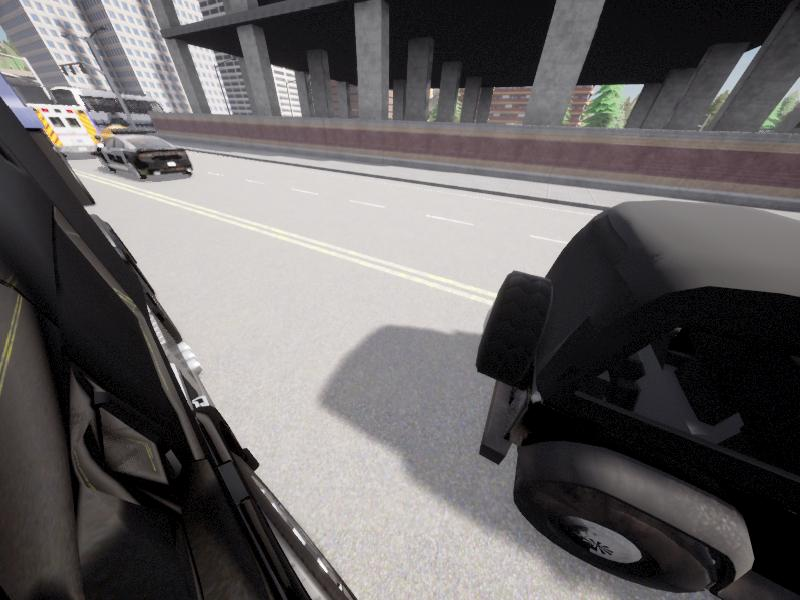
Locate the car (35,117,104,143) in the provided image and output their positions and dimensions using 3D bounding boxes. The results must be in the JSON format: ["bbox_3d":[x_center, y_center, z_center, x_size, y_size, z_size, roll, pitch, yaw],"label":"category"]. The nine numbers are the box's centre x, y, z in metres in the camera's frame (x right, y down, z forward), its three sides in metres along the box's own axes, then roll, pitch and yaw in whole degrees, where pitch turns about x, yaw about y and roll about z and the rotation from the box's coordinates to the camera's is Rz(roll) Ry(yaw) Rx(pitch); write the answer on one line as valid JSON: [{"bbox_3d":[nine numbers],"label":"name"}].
[{"bbox_3d":[-30.549,-15.719,21.366,4.611,1.667,2.242,20,40,21],"label":"car"}]

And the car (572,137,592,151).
[{"bbox_3d":[31.950,-27.598,40.706,1.905,1.878,3.866,20,40,21],"label":"car"}]

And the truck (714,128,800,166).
[{"bbox_3d":[48.828,-21.140,31.735,2.891,3.827,8.468,20,40,21],"label":"truck"}]

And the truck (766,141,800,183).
[{"bbox_3d":[30.284,-9.472,16.077,2.627,2.467,5.204,20,40,21],"label":"truck"}]

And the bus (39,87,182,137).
[{"bbox_3d":[-35.272,-23.542,29.388,3.944,4.253,10.273,6,37,7],"label":"bus"}]

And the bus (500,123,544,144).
[{"bbox_3d":[35.123,-48.133,66.729,10.273,4.253,3.944,20,40,22],"label":"bus"}]

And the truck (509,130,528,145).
[{"bbox_3d":[27.287,-37.434,53.143,2.615,2.467,5.204,20,40,21],"label":"truck"}]

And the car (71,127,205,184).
[{"bbox_3d":[-11.688,-6.590,10.358,5.238,1.638,1.930,20,40,21],"label":"car"}]

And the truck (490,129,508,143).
[{"bbox_3d":[23.511,-38.789,54.719,2.615,2.467,5.204,20,40,21],"label":"truck"}]

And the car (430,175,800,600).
[{"bbox_3d":[2.425,0.734,1.236,3.866,1.878,1.905,20,40,21],"label":"car"}]

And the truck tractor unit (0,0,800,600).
[{"bbox_3d":[-2.645,-0.295,0.351,6.516,4.208,3.053,28,44,30],"label":"truck tractor unit"}]

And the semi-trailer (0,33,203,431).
[{"bbox_3d":[-8.774,-3.552,4.154,14.254,4.402,2.717,27,43,29],"label":"semi-trailer"}]

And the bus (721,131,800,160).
[{"bbox_3d":[77.794,-32.768,48.854,10.273,4.253,3.944,20,40,22],"label":"bus"}]

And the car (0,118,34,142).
[{"bbox_3d":[-34.792,-14.785,19.979,4.902,1.511,2.128,20,40,21],"label":"car"}]

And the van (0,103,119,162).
[{"bbox_3d":[-20.694,-10.126,13.865,6.366,2.431,2.351,20,40,21],"label":"van"}]

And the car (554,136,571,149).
[{"bbox_3d":[29.373,-28.522,41.781,1.905,1.878,3.866,20,40,21],"label":"car"}]

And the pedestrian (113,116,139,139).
[{"bbox_3d":[-28.188,-17.776,23.813,0.751,1.860,0.751,3,37,0],"label":"pedestrian"}]

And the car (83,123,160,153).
[{"bbox_3d":[-21.054,-12.296,17.454,5.366,1.575,1.801,20,40,21],"label":"car"}]
